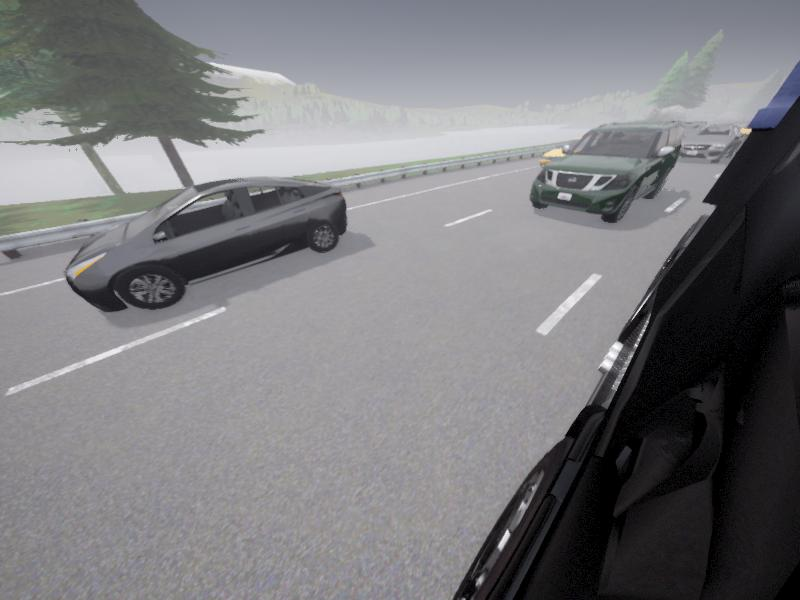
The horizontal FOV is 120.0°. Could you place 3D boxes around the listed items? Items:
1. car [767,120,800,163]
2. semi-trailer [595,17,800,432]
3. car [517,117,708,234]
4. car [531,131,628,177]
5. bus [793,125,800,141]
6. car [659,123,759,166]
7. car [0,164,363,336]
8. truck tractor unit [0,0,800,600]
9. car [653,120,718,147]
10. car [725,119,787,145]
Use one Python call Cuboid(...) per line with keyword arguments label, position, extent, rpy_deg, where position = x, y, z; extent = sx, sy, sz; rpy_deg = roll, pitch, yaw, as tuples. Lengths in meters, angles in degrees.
Cuboid(label="car", position=(21.948, -8.358, 11.976), extent=(4.553, 1.767, 2.097), rpy_deg=(-23, 41, -25))
Cuboid(label="semi-trailer", position=(8.876, -3.472, 4.054), extent=(14.254, 4.402, 2.717), rpy_deg=(-26, 42, -28))
Cuboid(label="car", position=(6.314, -3.979, 6.866), extent=(5.566, 2.045, 2.150), rpy_deg=(-27, 43, -27))
Cuboid(label="car", position=(9.670, -7.967, 12.397), extent=(5.366, 1.575, 1.801), rpy_deg=(-24, 42, -26))
Cuboid(label="bus", position=(39.639, -16.713, 20.009), extent=(10.273, 4.253, 3.944), rpy_deg=(-27, 45, -28))
Cuboid(label="car", position=(17.584, -8.937, 13.169), extent=(5.027, 1.651, 2.152), rpy_deg=(-23, 41, -25))
Cuboid(label="car", position=(-3.277, -1.474, 4.554), extent=(4.514, 1.525, 2.007), rpy_deg=(-29, 44, -30))
Cuboid(label="truck tractor unit", position=(2.645, -0.295, 0.351), extent=(6.516, 4.208, 3.053), rpy_deg=(-28, 44, -30))
Cuboid(label="car", position=(25.063, -14.640, 20.298), extent=(4.611, 1.667, 2.242), rpy_deg=(-23, 41, -25))
Cuboid(label="car", position=(30.163, -14.241, 19.558), extent=(5.008, 1.535, 1.882), rpy_deg=(-23, 41, -25))
